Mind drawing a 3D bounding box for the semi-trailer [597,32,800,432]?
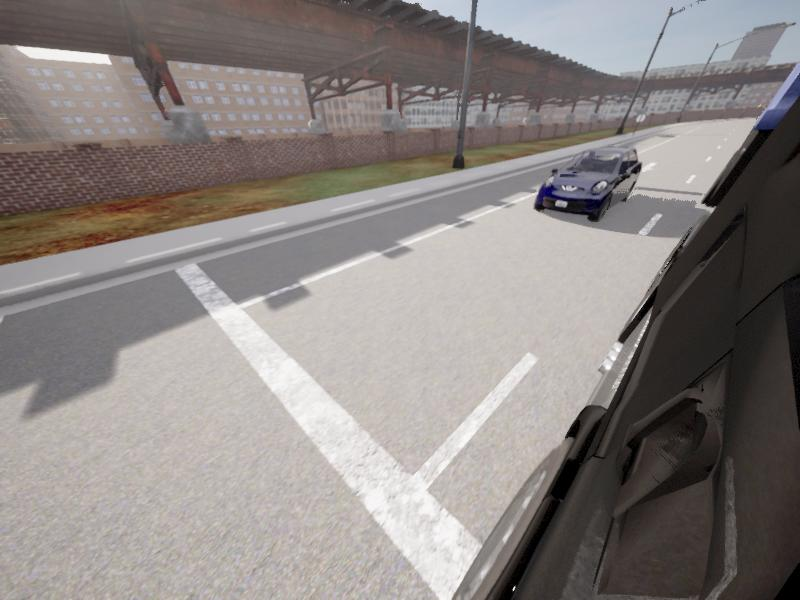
[{"bbox_3d":[8.729,-3.594,4.183,14.254,4.402,2.717,-28,43,-29],"label":"semi-trailer"}]

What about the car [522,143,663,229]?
[{"bbox_3d":[5.580,-3.518,6.737,3.633,1.501,1.845,-29,44,-30],"label":"car"}]

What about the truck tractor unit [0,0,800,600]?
[{"bbox_3d":[2.645,-0.295,0.352,6.516,4.208,3.053,-28,44,-30],"label":"truck tractor unit"}]
